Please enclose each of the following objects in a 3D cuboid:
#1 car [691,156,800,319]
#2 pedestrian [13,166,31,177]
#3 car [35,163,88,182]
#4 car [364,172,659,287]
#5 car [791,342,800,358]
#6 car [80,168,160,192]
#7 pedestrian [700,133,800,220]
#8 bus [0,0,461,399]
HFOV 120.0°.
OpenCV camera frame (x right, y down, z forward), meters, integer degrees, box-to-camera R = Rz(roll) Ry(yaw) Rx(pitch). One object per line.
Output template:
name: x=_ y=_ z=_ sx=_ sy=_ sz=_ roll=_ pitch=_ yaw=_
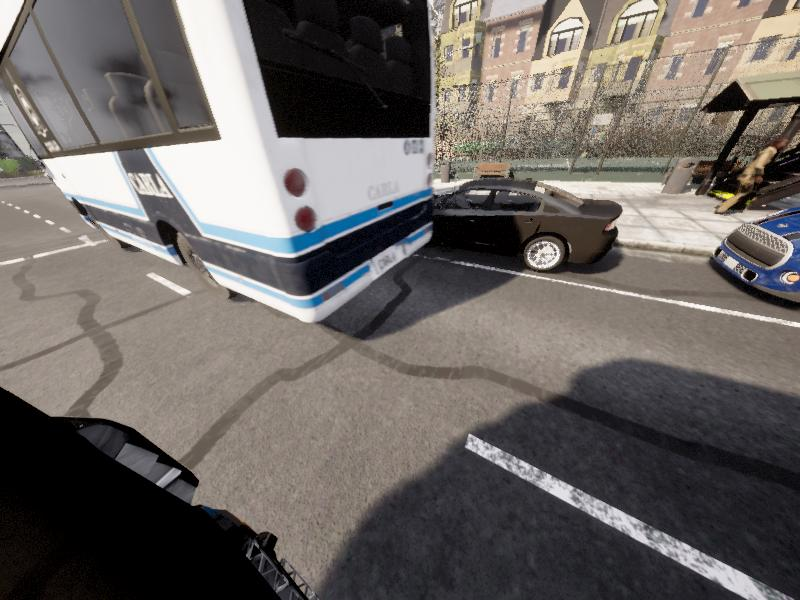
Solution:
car: x=7.505 y=-0.570 z=2.592 sx=4.553 sy=1.767 sz=2.185 roll=16 pitch=38 yaw=26
pedestrian: x=-74.311 y=-25.213 z=45.426 sx=0.751 sy=1.860 sz=0.751 roll=-5 pitch=34 yaw=-3
car: x=-51.876 y=-19.734 z=35.638 sx=2.150 sy=2.045 sz=5.566 roll=-18 pitch=36 yaw=-21
car: x=1.903 y=-2.004 z=5.398 sx=5.008 sy=1.535 sz=2.097 roll=16 pitch=38 yaw=26
car: x=6.078 y=1.096 z=0.480 sx=4.792 sy=1.488 sz=2.163 roll=16 pitch=38 yaw=26
car: x=-25.576 y=-11.160 z=21.383 sx=4.181 sy=1.385 sz=1.994 roll=-21 pitch=38 yaw=-25
pedestrian: x=9.050 y=-3.181 z=6.004 sx=0.751 sy=1.860 sz=0.751 roll=24 pitch=42 yaw=34
bus: x=-4.524 y=-3.005 z=4.943 sx=10.273 sy=4.253 sz=3.944 roll=17 pitch=38 yaw=27
